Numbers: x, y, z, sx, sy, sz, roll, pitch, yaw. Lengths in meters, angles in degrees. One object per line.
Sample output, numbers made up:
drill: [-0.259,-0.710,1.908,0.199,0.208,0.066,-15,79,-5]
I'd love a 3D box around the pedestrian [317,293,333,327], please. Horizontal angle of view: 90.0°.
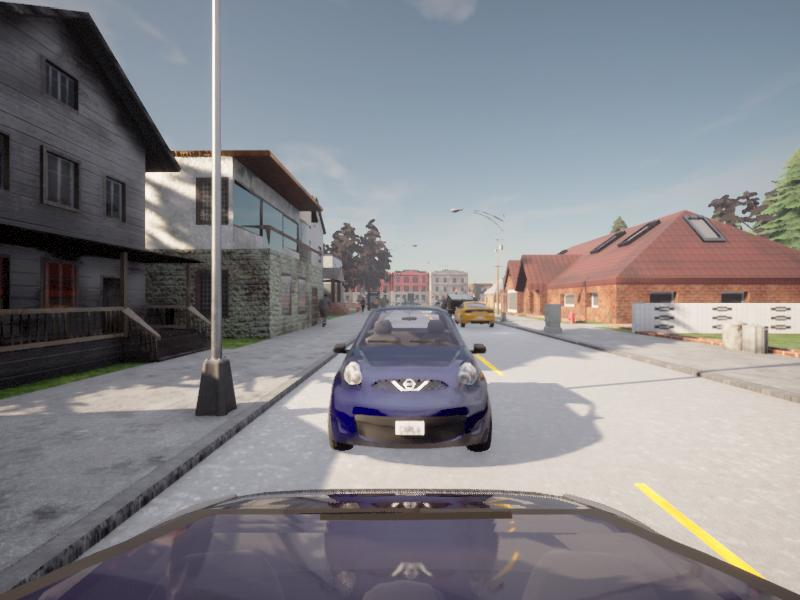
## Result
pedestrian: [-4.145,0.533,22.143,0.751,1.860,0.751,0,0,0]

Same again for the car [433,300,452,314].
car: [4.894,0.788,46.662,1.851,1.617,3.988,0,0,2]

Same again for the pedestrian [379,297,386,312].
pedestrian: [-2.120,0.525,49.157,0.751,1.860,0.751,0,0,8]

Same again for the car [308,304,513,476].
car: [0.126,0.827,5.418,1.845,1.501,3.633,0,0,1]

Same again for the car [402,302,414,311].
car: [1.458,1.085,71.560,2.007,1.525,4.514,0,0,1]

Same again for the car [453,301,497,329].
car: [4.515,0.823,24.700,1.882,1.535,5.008,0,0,1]

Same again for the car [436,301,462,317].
car: [4.809,0.836,39.899,2.128,1.511,4.902,0,0,1]

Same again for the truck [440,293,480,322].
truck: [4.662,0.542,32.165,2.390,2.098,6.274,0,0,1]
